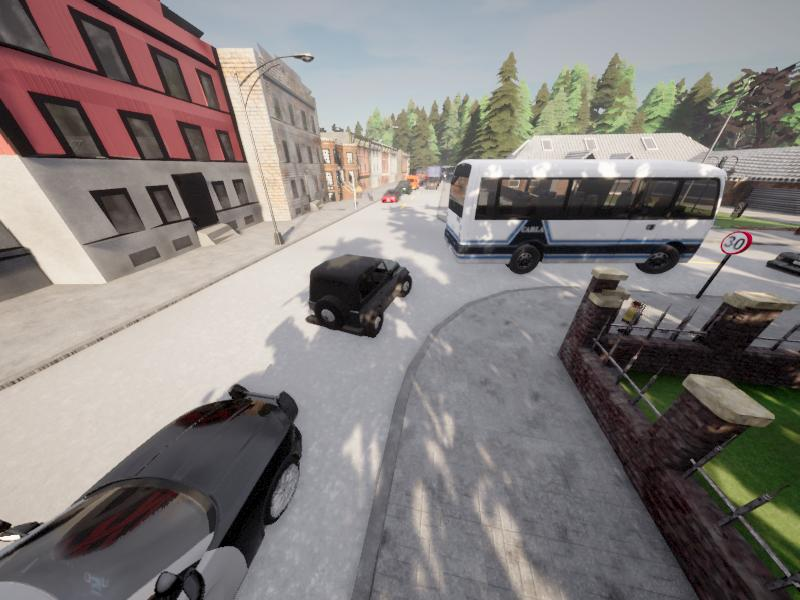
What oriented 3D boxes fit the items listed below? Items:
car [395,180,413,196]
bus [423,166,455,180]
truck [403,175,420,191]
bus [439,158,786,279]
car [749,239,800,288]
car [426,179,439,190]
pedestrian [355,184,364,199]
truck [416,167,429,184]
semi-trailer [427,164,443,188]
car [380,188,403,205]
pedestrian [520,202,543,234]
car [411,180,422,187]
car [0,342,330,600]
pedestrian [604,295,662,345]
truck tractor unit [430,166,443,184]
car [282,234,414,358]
[{"bbox_3d":[0.718,-18.574,38.136,2.150,2.045,5.566,5,30,9],"label":"car"},{"bbox_3d":[13.666,-44.657,81.100,10.273,4.253,3.944,-11,31,-18],"label":"bus"},{"bbox_3d":[2.385,-23.415,46.091,2.627,2.467,5.204,5,30,9],"label":"truck"},{"bbox_3d":[7.312,-3.714,10.187,10.273,4.253,3.944,0,30,-1],"label":"bus"},{"bbox_3d":[17.976,-1.157,8.616,5.357,1.411,2.033,5,30,9],"label":"car"},{"bbox_3d":[6.781,-24.025,47.945,2.242,1.667,4.611,5,30,8],"label":"car"},{"bbox_3d":[-5.565,-14.988,31.849,0.751,1.860,0.751,6,31,11],"label":"pedestrian"},{"bbox_3d":[6.410,-35.537,65.735,2.891,3.827,8.468,5,30,8],"label":"truck"},{"bbox_3d":[8.625,-30.349,56.153,2.717,4.402,14.254,5,30,9],"label":"semi-trailer"},{"bbox_3d":[-1.044,-13.339,29.584,2.007,1.525,4.514,5,30,9],"label":"car"},{"bbox_3d":[8.665,-5.452,15.316,0.751,1.860,0.751,7,31,12],"label":"pedestrian"},{"bbox_3d":[3.796,-26.830,53.181,1.895,1.301,4.718,5,30,8],"label":"car"},{"bbox_3d":[-2.663,2.729,1.638,1.930,1.638,5.238,5,30,9],"label":"car"},{"bbox_3d":[5.774,0.499,5.786,0.500,1.100,0.500,5,30,8],"label":"pedestrian"},{"bbox_3d":[10.013,-34.161,62.948,3.053,4.208,6.516,5,31,9],"label":"truck tractor unit"},{"bbox_3d":[-1.096,-0.484,6.953,1.905,1.878,3.866,11,32,18],"label":"car"}]
